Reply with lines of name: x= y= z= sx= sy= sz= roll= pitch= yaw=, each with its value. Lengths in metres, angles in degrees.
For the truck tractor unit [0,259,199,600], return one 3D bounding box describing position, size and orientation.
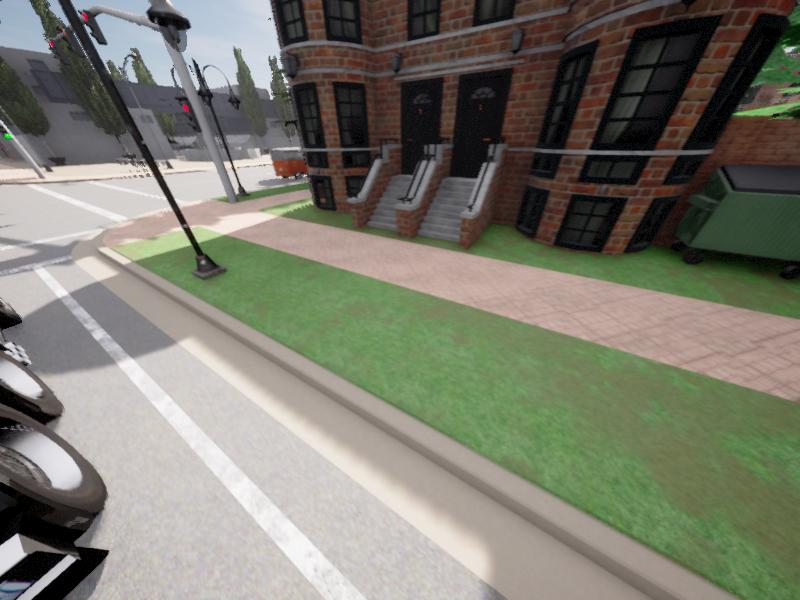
truck tractor unit: x=-5.140 y=-0.266 z=0.777 sx=6.516 sy=4.208 sz=3.053 roll=18 pitch=41 yaw=25
